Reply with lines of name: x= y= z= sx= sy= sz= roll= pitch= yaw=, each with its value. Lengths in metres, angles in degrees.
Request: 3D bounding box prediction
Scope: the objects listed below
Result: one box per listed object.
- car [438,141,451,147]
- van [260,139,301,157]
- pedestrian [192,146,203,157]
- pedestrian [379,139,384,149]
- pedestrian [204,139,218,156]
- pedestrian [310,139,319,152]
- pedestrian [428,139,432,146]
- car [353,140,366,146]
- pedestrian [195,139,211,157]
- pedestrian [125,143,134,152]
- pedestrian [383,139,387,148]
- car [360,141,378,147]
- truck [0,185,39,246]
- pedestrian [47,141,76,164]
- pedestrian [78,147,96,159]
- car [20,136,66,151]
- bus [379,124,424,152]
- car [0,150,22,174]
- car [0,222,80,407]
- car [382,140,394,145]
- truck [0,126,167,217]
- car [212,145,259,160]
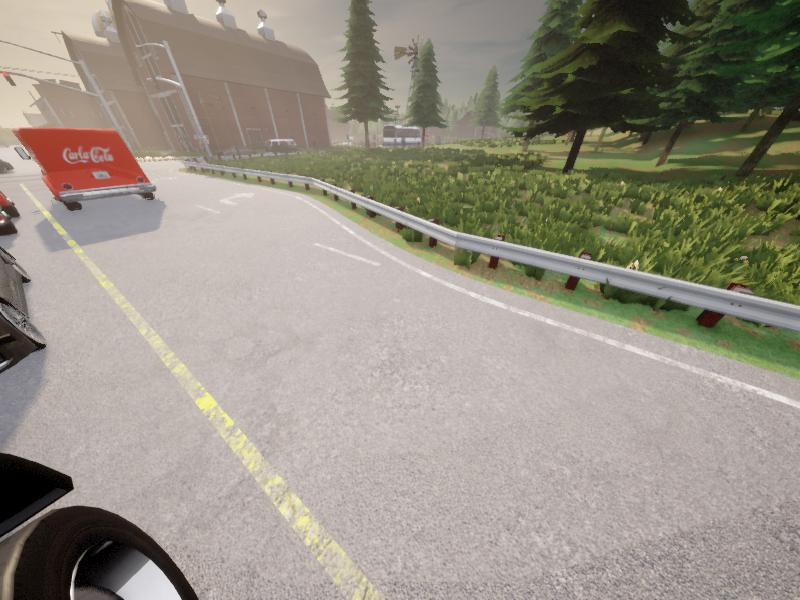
car: x=13.310 y=-46.428 z=68.703 sx=1.837 sy=1.490 sz=4.892 roll=22 pitch=41 yaw=28
van: x=-17.004 y=-21.833 z=33.085 sx=2.069 sy=2.038 sz=4.480 roll=22 pitch=41 yaw=28
pedestrian: x=-25.453 y=-18.677 z=29.052 sx=0.500 sy=1.100 sz=0.500 roll=26 pitch=43 yaw=32
pedestrian: x=-4.253 y=-35.961 z=53.094 sx=0.751 sy=1.860 sz=0.751 roll=25 pitch=42 yaw=30
pedestrian: x=-24.585 y=-19.899 z=30.135 sx=0.751 sy=1.860 sz=0.751 roll=-17 pitch=39 yaw=-23
pedestrian: x=-15.085 y=-27.374 z=40.820 sx=0.751 sy=1.860 sz=0.751 roll=22 pitch=41 yaw=28
pedestrian: x=8.976 y=-46.984 z=68.847 sx=0.751 sy=1.860 sz=0.751 roll=19 pitch=39 yaw=25
car: x=-13.455 y=-52.057 z=76.526 sx=1.816 sy=1.474 sz=4.193 roll=22 pitch=40 yaw=27
pedestrian: x=-24.955 y=-19.298 z=29.278 sx=0.751 sy=1.860 sz=0.751 roll=-29 pitch=45 yaw=-35
pedestrian: x=-41.516 y=-23.457 z=35.475 sx=0.500 sy=1.100 sz=0.500 roll=-26 pitch=43 yaw=-32
pedestrian: x=-3.621 y=-37.407 z=55.153 sx=0.751 sy=1.860 sz=0.751 roll=-4 pitch=35 yaw=-6
car: x=-8.941 y=-44.681 z=66.095 sx=4.902 sy=1.511 sz=2.128 roll=21 pitch=40 yaw=27
truck: x=-12.588 y=-2.885 z=5.777 sx=5.204 sy=2.467 sz=2.627 roll=22 pitch=40 yaw=27
pedestrian: x=-32.239 y=-14.069 z=22.017 sx=0.751 sy=1.860 sz=0.751 roll=22 pitch=41 yaw=28
pedestrian: x=-33.744 y=-15.816 z=24.883 sx=0.500 sy=1.100 sz=0.500 roll=1 pitch=35 yaw=1
car: x=-65.233 y=-28.689 z=42.290 sx=3.866 sy=1.878 sz=1.905 roll=-6 pitch=41 yaw=-6
bus: x=0.580 y=-33.738 z=48.201 sx=3.944 sy=4.253 sz=10.273 roll=22 pitch=41 yaw=28
car: x=-29.978 y=-9.175 z=15.572 sx=1.994 sy=1.385 sz=4.181 roll=4 pitch=35 yaw=5
car: x=-6.375 y=-0.092 z=2.710 sx=4.902 sy=1.511 sz=2.128 roll=22 pitch=41 yaw=28
car: x=-4.496 y=-60.912 z=89.168 sx=4.193 sy=1.474 sz=1.816 roll=16 pitch=38 yaw=21
truck: x=-12.559 y=-5.298 z=9.205 sx=5.204 sy=2.467 sz=2.627 roll=21 pitch=40 yaw=27
car: x=-20.554 y=-18.655 z=29.130 sx=1.994 sy=1.385 sz=4.181 roll=22 pitch=41 yaw=28
